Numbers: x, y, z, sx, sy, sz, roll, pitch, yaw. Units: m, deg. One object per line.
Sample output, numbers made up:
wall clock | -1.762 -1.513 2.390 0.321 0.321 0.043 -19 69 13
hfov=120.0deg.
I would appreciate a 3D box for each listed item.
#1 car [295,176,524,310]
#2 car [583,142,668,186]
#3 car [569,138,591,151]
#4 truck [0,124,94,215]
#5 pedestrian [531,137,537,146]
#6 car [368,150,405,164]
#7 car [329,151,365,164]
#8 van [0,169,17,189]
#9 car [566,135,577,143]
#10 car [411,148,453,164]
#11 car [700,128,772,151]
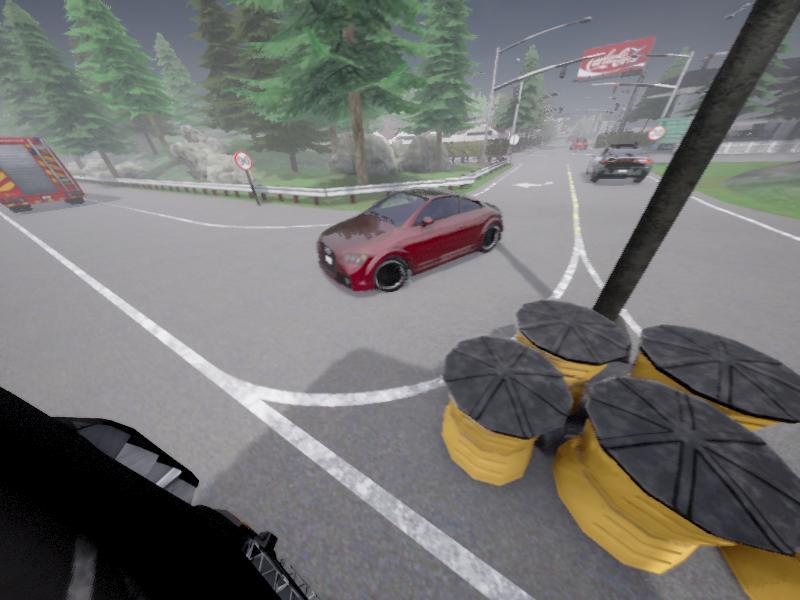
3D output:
car | 0.339 -1.584 4.991 4.181 1.385 1.994 -23 39 -27
car | 11.067 -7.095 11.838 2.038 1.542 4.974 16 38 26
car | 28.915 -25.149 37.249 2.242 1.667 4.611 17 39 25
truck | -23.033 -7.769 13.810 8.468 3.827 2.891 16 38 26
pedestrian | 33.729 -39.816 58.018 0.751 1.860 0.751 9 36 17
car | -1.933 -20.287 32.769 5.008 1.535 1.882 16 38 26
car | -8.237 -22.135 35.967 5.366 1.575 1.801 16 38 26
van | -46.557 -13.804 26.213 4.480 2.038 2.069 16 38 25
car | 52.689 -49.553 71.110 2.150 2.045 5.566 16 38 26
car | 4.106 -18.514 29.716 4.792 1.488 2.163 16 38 26
car | 38.010 -18.258 26.329 3.866 1.878 1.905 16 38 25
